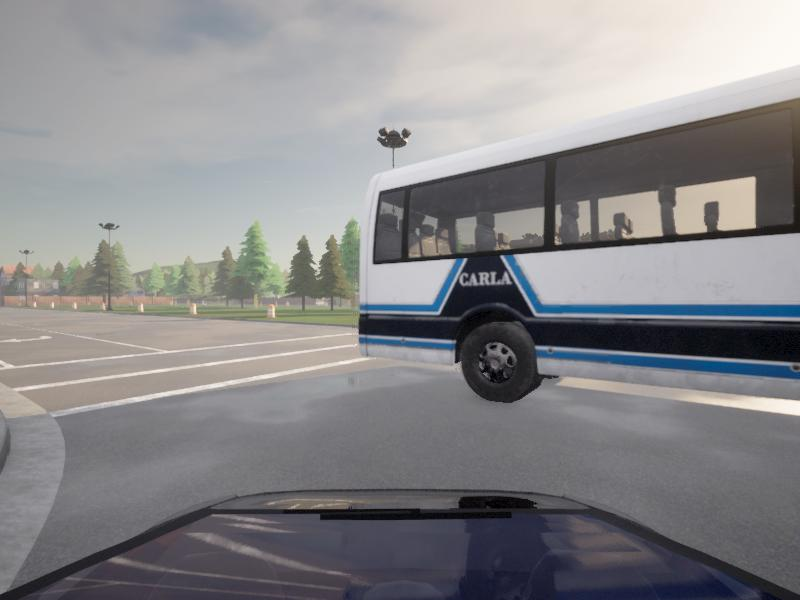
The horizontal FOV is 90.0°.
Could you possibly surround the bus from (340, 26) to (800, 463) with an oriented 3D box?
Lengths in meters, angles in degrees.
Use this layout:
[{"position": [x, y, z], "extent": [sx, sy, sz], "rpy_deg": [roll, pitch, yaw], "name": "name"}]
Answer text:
[{"position": [4.158, -0.531, 6.155], "extent": [10.273, 4.253, 3.944], "rpy_deg": [0, 0, 37], "name": "bus"}]
